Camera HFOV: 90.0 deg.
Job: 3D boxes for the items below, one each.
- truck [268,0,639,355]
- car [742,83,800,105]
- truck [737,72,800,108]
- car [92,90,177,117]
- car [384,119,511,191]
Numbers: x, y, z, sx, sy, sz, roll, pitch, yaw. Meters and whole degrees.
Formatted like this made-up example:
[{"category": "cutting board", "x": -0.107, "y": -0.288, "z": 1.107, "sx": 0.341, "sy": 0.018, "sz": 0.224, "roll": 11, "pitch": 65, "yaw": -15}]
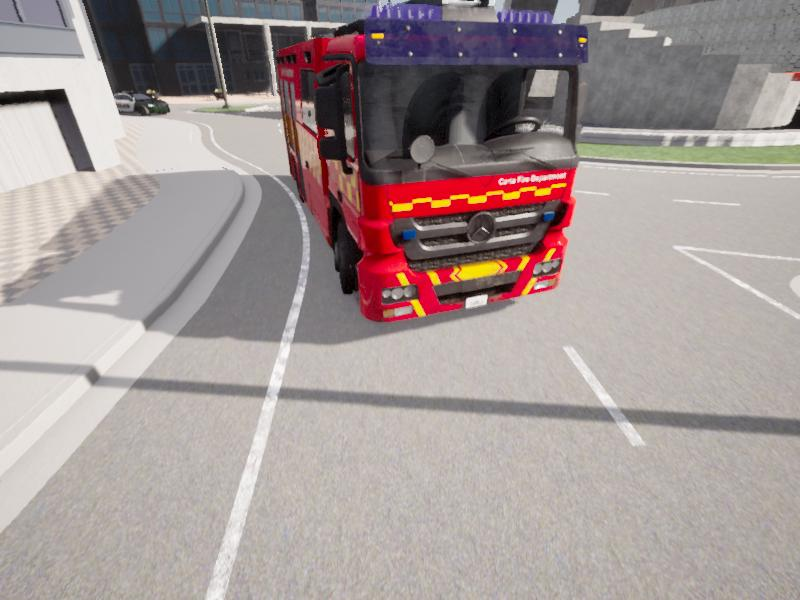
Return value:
[{"category": "truck", "x": -0.454, "y": -3.246, "z": 7.776, "sx": 2.891, "sy": 3.827, "sz": 8.468, "roll": -10, "pitch": 32, "yaw": -17}, {"category": "car", "x": 34.647, "y": -18.739, "z": 36.321, "sx": 1.882, "sy": 1.535, "sz": 5.008, "roll": -12, "pitch": 32, "yaw": -20}, {"category": "truck", "x": 32.348, "y": -17.614, "z": 33.486, "sx": 2.627, "sy": 2.467, "sz": 5.204, "roll": -10, "pitch": 32, "yaw": -18}, {"category": "car", "x": -19.335, "y": -14.375, "z": 29.235, "sx": 4.974, "sy": 1.542, "sz": 2.038, "roll": 8, "pitch": 31, "yaw": 14}, {"category": "car", "x": 1.308, "y": -4.847, "z": 12.943, "sx": 1.994, "sy": 1.385, "sz": 4.181, "roll": -15, "pitch": 33, "yaw": -24}]
